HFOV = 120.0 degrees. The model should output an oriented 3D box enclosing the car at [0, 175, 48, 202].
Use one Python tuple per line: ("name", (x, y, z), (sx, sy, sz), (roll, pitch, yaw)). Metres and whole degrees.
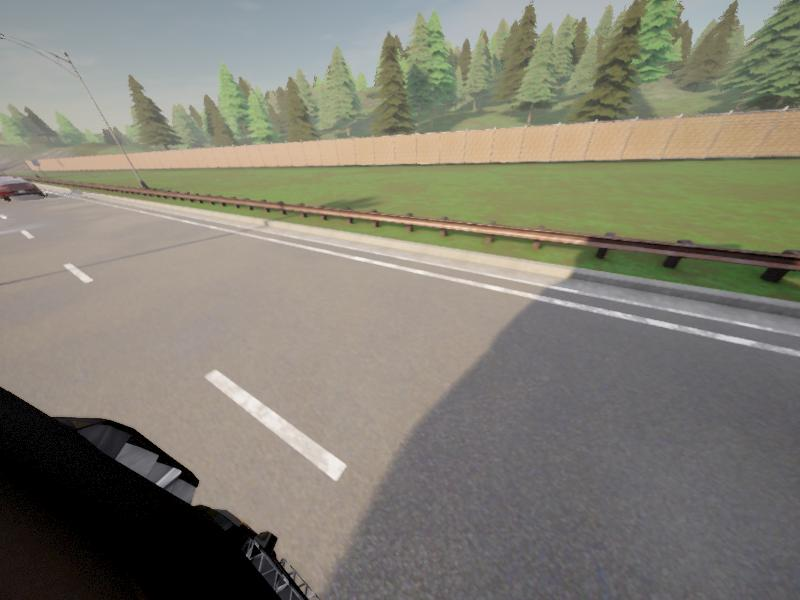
("car", (-29.876, -8.722, 17.925), (4.674, 1.442, 1.812), (16, 38, 26))
